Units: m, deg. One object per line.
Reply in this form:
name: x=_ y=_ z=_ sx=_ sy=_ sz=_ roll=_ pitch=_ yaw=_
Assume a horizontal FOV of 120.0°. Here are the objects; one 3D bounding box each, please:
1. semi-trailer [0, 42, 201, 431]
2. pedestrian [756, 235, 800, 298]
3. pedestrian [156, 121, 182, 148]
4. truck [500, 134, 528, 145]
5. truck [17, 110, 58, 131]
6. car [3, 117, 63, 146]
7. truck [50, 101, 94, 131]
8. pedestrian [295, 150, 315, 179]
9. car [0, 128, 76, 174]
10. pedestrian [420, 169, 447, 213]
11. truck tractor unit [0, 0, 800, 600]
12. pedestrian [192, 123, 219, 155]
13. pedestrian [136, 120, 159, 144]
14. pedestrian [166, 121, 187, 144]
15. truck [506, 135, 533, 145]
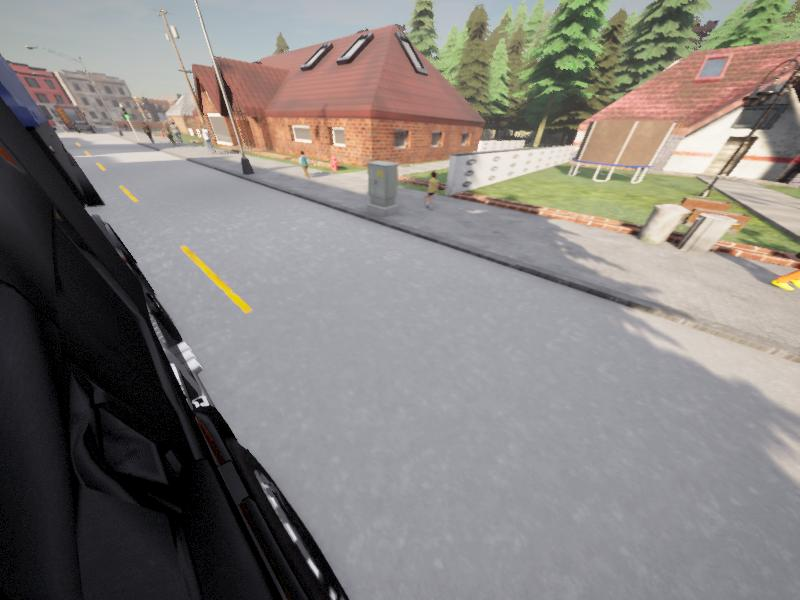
semi-trailer: x=-8.705 y=-3.573 z=4.261 sx=14.254 sy=4.402 sz=2.717 roll=28 pitch=43 yaw=30
pedestrian: x=7.004 y=-0.922 z=3.520 sx=0.751 sy=1.860 sz=0.751 roll=29 pitch=44 yaw=31
pedestrian: x=-20.572 y=-14.756 z=20.606 sx=0.751 sy=1.860 sz=0.751 roll=24 pitch=42 yaw=26
truck: x=31.832 y=-44.958 z=64.714 sx=6.274 sy=2.098 sz=2.390 roll=28 pitch=43 yaw=30
truck: x=-58.860 y=-29.226 z=37.643 sx=5.204 sy=2.467 sz=2.627 roll=28 pitch=43 yaw=30
car: x=-31.504 y=-14.630 z=20.017 sx=4.605 sy=1.855 sz=1.932 roll=28 pitch=44 yaw=31
truck: x=-59.849 y=-33.426 z=42.110 sx=8.468 sy=3.827 sz=2.891 roll=28 pitch=43 yaw=30
pedestrian: x=-4.440 y=-6.323 z=10.790 sx=0.500 sy=1.100 sz=0.500 roll=31 pitch=45 yaw=33
car: x=-18.630 y=-7.614 z=11.594 sx=4.902 sy=1.511 sz=2.128 roll=28 pitch=43 yaw=30
pedestrian: x=1.013 y=-3.342 z=7.081 sx=0.500 sy=1.100 sz=0.500 roll=-18 pitch=41 yaw=-25
truck tractor unit: x=-2.645 y=-0.295 z=0.352 sx=6.516 sy=4.208 sz=3.053 roll=28 pitch=44 yaw=30
pedestrian: x=-14.375 y=-11.894 z=17.100 sx=0.751 sy=1.860 sz=0.751 roll=25 pitch=42 yaw=28
pedestrian: x=-24.928 y=-16.576 z=22.813 sx=0.751 sy=1.860 sz=0.751 roll=29 pitch=44 yaw=31
pedestrian: x=-23.131 y=-17.306 z=23.900 sx=0.751 sy=1.860 sz=0.751 roll=28 pitch=44 yaw=31
truck: x=34.687 y=-46.563 z=67.042 sx=6.274 sy=2.098 sz=2.390 roll=28 pitch=43 yaw=30
